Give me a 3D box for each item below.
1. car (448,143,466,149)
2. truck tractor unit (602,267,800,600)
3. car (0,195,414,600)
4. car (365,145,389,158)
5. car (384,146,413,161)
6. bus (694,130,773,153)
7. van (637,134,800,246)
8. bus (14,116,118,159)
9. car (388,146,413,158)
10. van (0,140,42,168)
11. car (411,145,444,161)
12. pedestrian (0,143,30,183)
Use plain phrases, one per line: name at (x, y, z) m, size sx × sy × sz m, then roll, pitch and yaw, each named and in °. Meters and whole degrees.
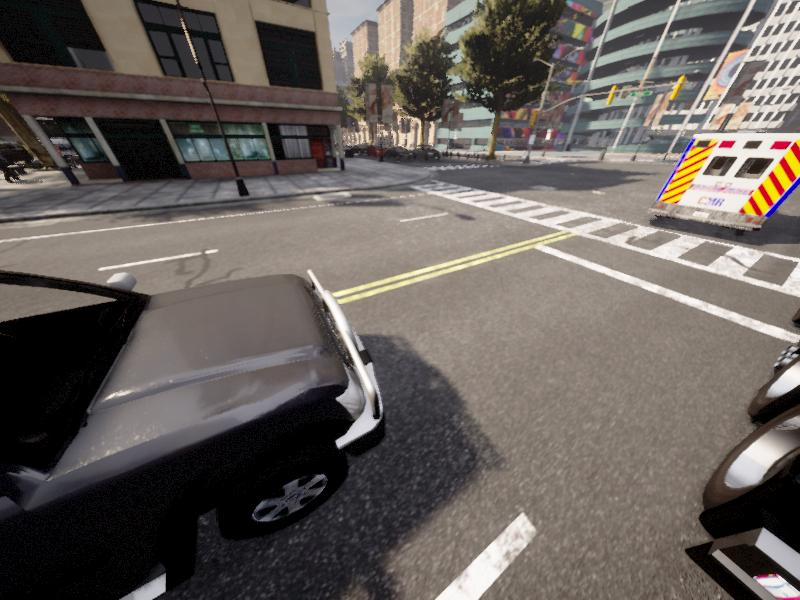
car at (15.938, -43.251, 64.812) m, size 2.161 × 1.482 × 4.786 m, roll -18°, pitch 39°, yaw -24°
truck tractor unit at (5.114, -0.298, 0.774) m, size 6.516 × 4.208 × 3.053 m, roll -18°, pitch 39°, yaw -24°
car at (-2.445, 0.781, 1.205) m, size 4.605 × 1.855 × 1.932 m, roll -17°, pitch 38°, yaw -25°
car at (-3.640, -23.352, 36.187) m, size 2.007 × 1.525 × 4.514 m, roll -18°, pitch 39°, yaw -24°
car at (-0.295, -20.022, 31.503) m, size 1.812 × 1.442 × 4.674 m, roll -18°, pitch 39°, yaw -24°
bus at (80.342, -38.571, 56.349) m, size 3.944 × 4.253 × 10.273 m, roll 2°, pitch 35°, yaw 2°
van at (11.144, -4.044, 7.779) m, size 6.366 × 2.431 × 2.351 m, roll -23°, pitch 41°, yaw -29°
bus at (-45.512, -22.594, 32.372) m, size 3.944 × 4.253 × 10.273 m, roll -18°, pitch 39°, yaw -24°
car at (0.032, -23.633, 36.760) m, size 1.994 × 1.385 × 4.181 m, roll -18°, pitch 39°, yaw -24°
van at (-37.452, -13.779, 21.712) m, size 2.069 × 2.038 × 4.480 m, roll -18°, pitch 39°, yaw -24°
car at (3.638, -20.155, 31.527) m, size 2.242 × 1.667 × 4.611 m, roll -18°, pitch 39°, yaw -24°
pedestrian at (-21.919, -7.494, 12.652) m, size 0.751 × 1.860 × 0.751 m, roll -16°, pitch 38°, yaw -22°
